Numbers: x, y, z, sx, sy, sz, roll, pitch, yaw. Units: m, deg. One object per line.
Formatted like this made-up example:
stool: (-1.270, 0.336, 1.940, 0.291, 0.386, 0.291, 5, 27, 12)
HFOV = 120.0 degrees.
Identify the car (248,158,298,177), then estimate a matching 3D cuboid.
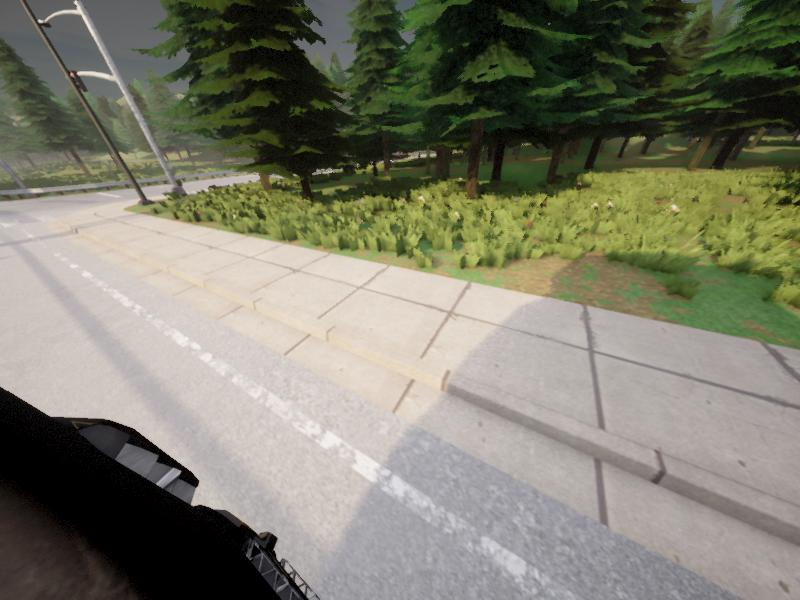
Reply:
car: (-15.171, -16.044, 27.884, 2.242, 1.667, 4.611, 15, 38, 25)

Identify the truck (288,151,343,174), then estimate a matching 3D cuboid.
truck: (-10.305, -17.311, 29.011, 2.390, 2.098, 6.274, 15, 37, 25)
